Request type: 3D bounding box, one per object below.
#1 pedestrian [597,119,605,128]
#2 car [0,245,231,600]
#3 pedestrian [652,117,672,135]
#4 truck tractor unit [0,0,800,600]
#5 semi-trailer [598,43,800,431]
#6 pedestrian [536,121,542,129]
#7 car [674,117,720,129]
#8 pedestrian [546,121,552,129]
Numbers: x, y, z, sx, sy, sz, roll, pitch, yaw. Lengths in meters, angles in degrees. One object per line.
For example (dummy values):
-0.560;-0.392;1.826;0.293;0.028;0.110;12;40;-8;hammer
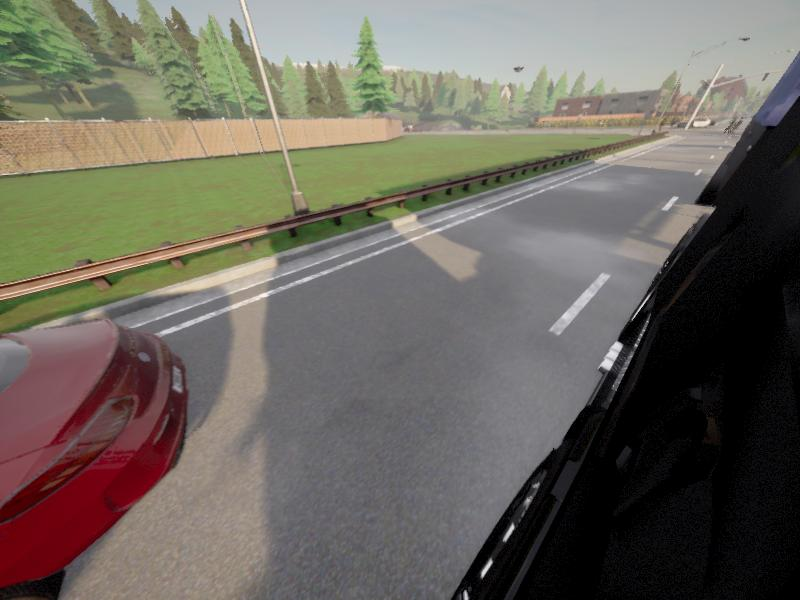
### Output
51.790;-45.616;59.623;0.751;1.860;0.751;-28;44;-30;pedestrian
-3.655;1.450;0.688;4.674;1.442;1.812;-28;44;-30;car
34.411;-22.865;30.322;0.751;1.860;0.751;-5;37;-4;pedestrian
2.645;-0.295;0.351;6.516;4.208;3.053;-28;44;-30;truck tractor unit
8.693;-3.594;4.253;14.254;4.402;2.717;-28;44;-30;semi-trailer
41.612;-52.465;69.268;0.751;1.860;0.751;-19;40;-20;pedestrian
57.155;-34.102;44.568;4.974;1.542;2.038;10;39;16;car
43.540;-51.243;67.541;0.751;1.860;0.751;-28;44;-30;pedestrian
